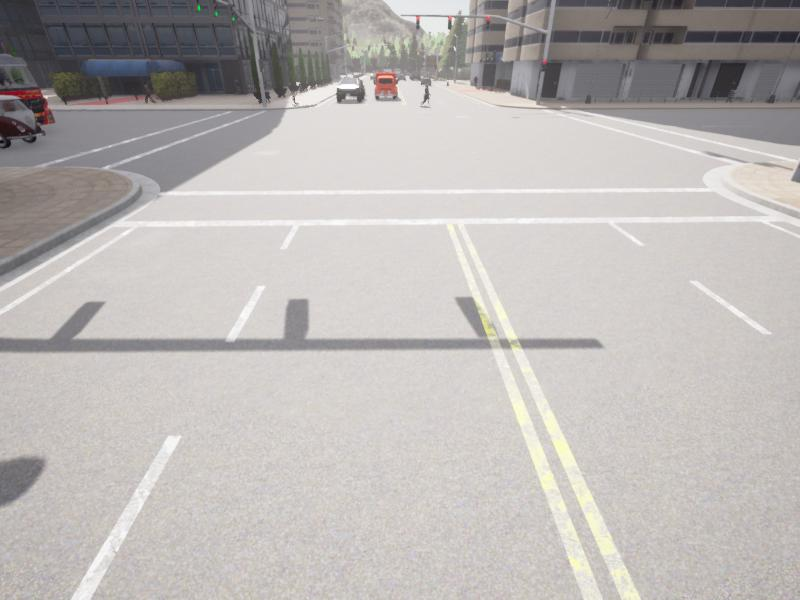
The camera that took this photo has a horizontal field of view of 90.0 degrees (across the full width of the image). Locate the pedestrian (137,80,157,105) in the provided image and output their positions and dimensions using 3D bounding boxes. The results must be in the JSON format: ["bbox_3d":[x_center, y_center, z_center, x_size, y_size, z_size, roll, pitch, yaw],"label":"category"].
[{"bbox_3d":[-21.300,-17.467,33.724,0.751,1.860,0.751,-2,30,-3],"label":"pedestrian"}]

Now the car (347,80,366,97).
[{"bbox_3d":[-5.100,-24.991,47.236,1.801,1.575,5.366,-1,30,-1],"label":"car"}]

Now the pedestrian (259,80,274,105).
[{"bbox_3d":[-11.345,-17.642,34.025,0.751,1.860,0.751,-4,30,-6],"label":"pedestrian"}]

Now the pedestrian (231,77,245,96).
[{"bbox_3d":[-17.748,-23.345,43.767,0.751,1.860,0.751,16,34,25],"label":"pedestrian"}]

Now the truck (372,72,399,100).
[{"bbox_3d":[-1.522,-22.950,42.861,2.627,2.467,5.204,-1,30,-1],"label":"truck"}]

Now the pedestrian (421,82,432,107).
[{"bbox_3d":[2.258,-17.451,34.001,0.751,1.860,0.751,-1,30,-2],"label":"pedestrian"}]

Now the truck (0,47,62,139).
[{"bbox_3d":[-22.769,-10.174,19.639,8.468,3.827,2.891,-1,30,-2],"label":"truck"}]

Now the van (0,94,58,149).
[{"bbox_3d":[-18.068,-7.700,17.226,4.442,1.987,1.775,-1,30,-2],"label":"van"}]

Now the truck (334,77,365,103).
[{"bbox_3d":[-4.962,-21.264,40.341,2.390,2.098,6.274,-1,30,-1],"label":"truck"}]

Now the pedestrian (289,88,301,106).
[{"bbox_3d":[-8.777,-16.917,33.339,0.751,1.300,0.751,-8,31,-13],"label":"pedestrian"}]

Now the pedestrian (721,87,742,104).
[{"bbox_3d":[29.062,-17.927,35.075,0.751,1.300,0.751,-1,30,-1],"label":"pedestrian"}]
